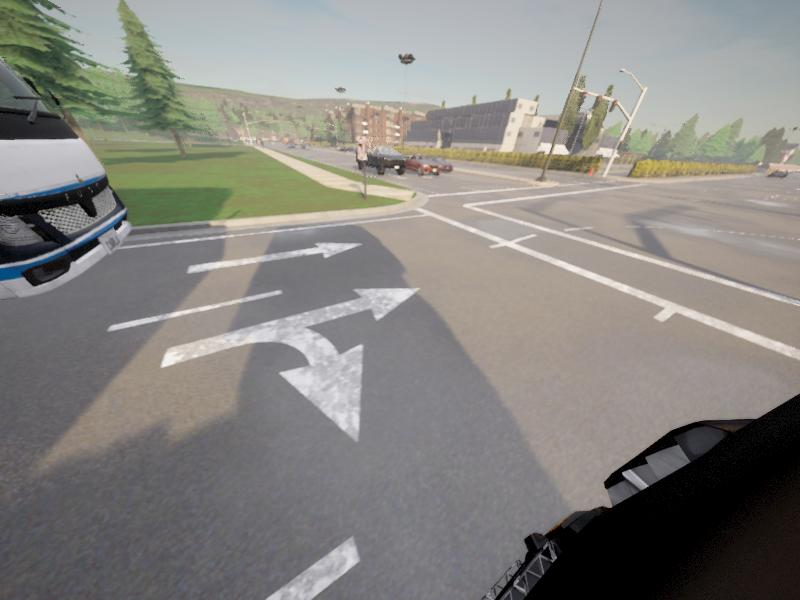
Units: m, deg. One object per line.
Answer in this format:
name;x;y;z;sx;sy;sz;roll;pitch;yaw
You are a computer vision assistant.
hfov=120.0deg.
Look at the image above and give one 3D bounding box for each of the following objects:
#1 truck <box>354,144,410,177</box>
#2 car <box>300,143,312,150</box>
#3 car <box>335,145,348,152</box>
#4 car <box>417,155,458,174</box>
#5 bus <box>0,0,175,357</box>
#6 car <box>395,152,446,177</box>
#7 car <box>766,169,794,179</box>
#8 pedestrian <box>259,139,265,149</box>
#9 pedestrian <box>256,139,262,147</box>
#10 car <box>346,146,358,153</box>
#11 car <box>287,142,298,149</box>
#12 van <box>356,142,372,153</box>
truck;-1.823;-12.737;20.960;2.390;2.098;6.274;-16;38;-26
car;-28.042;-45.843;68.939;2.033;1.649;4.856;-16;38;-26
car;-16.841;-43.594;66.517;2.038;1.542;4.974;-16;38;-26
car;3.855;-14.517;24.718;1.994;1.385;4.181;-16;38;-26
bus;-9.032;-1.077;1.007;10.273;4.253;3.944;-16;38;-26
car;1.780;-12.839;21.817;2.152;1.651;5.027;-16;38;-26
car;76.859;-25.521;46.729;4.902;1.511;2.128;-16;38;-26
pedestrian;-33.432;-37.899;56.102;0.751;1.860;0.751;-15;38;-25
pedestrian;-39.021;-43.436;63.963;0.751;1.860;0.751;-22;41;-33
car;-14.206;-44.807;68.614;1.812;1.442;4.674;-16;38;-26
car;-32.095;-45.930;68.839;2.038;1.542;4.974;-17;39;-27
van;-10.965;-45.896;69.607;2.351;2.431;6.366;-16;38;-26
